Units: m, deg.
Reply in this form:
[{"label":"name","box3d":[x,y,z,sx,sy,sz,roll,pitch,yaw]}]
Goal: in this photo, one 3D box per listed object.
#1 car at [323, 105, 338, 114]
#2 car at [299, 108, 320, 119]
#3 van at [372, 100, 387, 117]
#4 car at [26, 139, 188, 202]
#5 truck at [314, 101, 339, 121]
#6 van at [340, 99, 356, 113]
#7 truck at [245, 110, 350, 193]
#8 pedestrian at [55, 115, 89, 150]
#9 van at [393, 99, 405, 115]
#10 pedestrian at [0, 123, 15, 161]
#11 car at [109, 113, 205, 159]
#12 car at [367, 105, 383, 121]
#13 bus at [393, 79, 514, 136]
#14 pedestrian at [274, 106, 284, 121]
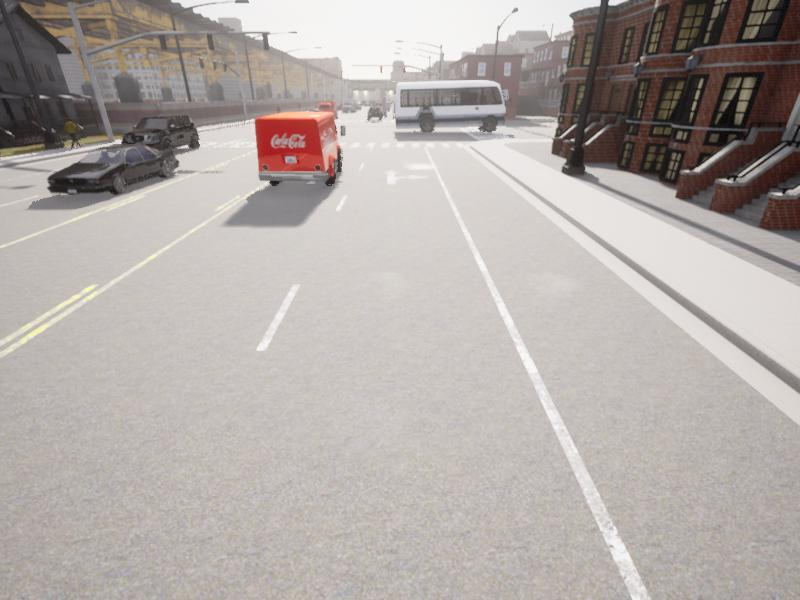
[{"label":"car","box3d":[-14.007,-38.698,81.112,2.033,1.411,5.357,0,27,0]},{"label":"car","box3d":[-14.033,-29.127,62.330,2.033,1.411,5.357,0,27,0]},{"label":"van","box3d":[-3.519,-33.334,69.442,2.351,2.431,6.366,0,27,0]},{"label":"car","box3d":[-10.454,-5.026,15.032,2.033,1.411,5.357,1,27,1]},{"label":"truck","box3d":[-10.437,-27.087,57.148,2.627,2.467,5.204,0,27,-1]},{"label":"van","box3d":[-10.460,-39.459,81.466,2.351,2.431,6.366,0,27,0]},{"label":"truck","box3d":[-3.701,-6.081,15.931,2.627,2.467,5.204,0,28,1]},{"label":"pedestrian","box3d":[-19.591,-10.013,23.921,0.751,1.860,0.751,2,27,4]},{"label":"van","box3d":[-0.154,-37.267,77.040,1.988,2.561,5.915,0,27,1]},{"label":"pedestrian","box3d":[-20.186,-7.926,19.826,0.751,1.860,0.751,-2,27,-4]},{"label":"car","box3d":[-14.087,-9.868,23.814,2.150,2.045,5.566,0,27,0]},{"label":"car","box3d":[-3.541,-26.472,56.577,1.932,1.855,4.605,0,27,0]},{"label":"bus","box3d":[4.602,-17.728,36.834,10.273,4.253,3.944,-1,27,1]},{"label":"pedestrian","box3d":[-16.544,-25.523,54.693,0.751,1.860,0.751,14,30,26]}]
